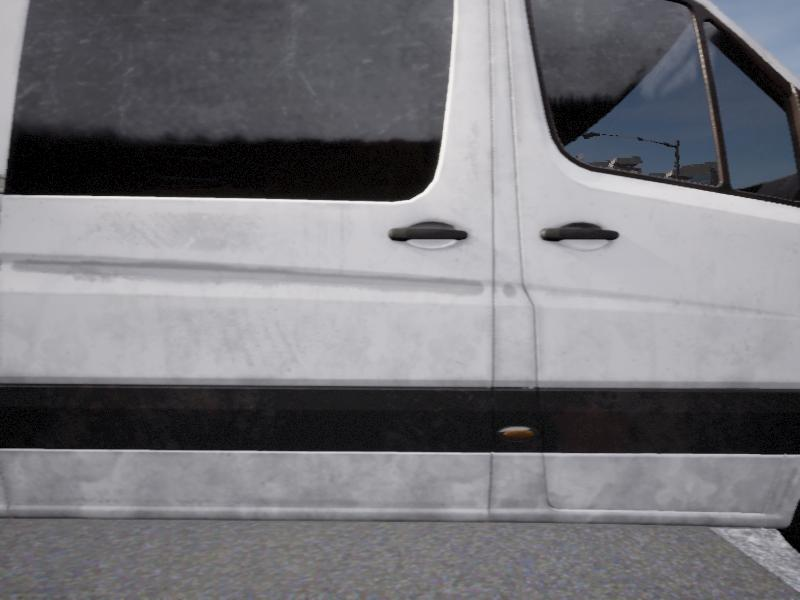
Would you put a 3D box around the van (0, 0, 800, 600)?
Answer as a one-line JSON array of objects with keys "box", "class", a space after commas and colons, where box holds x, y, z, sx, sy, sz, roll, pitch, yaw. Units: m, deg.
[{"box": [-0.254, -0.278, 2.198, 5.915, 2.561, 1.988, 0, 0, 0], "class": "van"}]

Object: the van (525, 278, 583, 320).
[{"box": [9.508, -0.175, 25.138, 1.775, 1.987, 4.442, 0, 9, -1], "class": "van"}]
